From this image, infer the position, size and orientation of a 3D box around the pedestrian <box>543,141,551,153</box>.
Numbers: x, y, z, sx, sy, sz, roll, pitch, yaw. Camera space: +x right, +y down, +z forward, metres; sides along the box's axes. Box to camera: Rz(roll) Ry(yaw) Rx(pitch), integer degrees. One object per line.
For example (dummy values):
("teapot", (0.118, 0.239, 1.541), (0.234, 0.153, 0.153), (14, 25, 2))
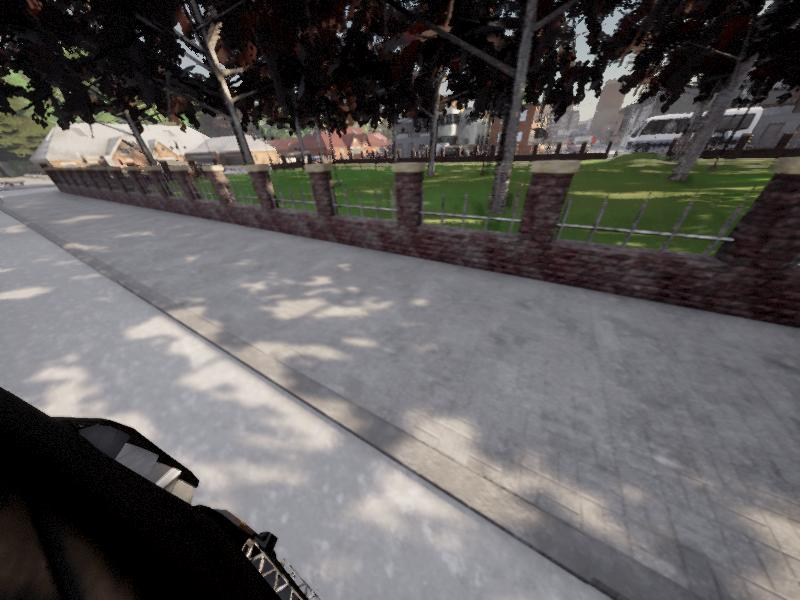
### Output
("pedestrian", (28.061, -29.185, 44.044), (0.751, 1.860, 0.751), (8, 35, 16))

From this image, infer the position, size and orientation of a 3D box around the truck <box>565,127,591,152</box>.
("truck", (36.064, -32.610, 47.096), (2.891, 3.827, 8.468), (16, 38, 26))

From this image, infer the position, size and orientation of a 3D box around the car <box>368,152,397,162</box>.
("car", (-3.390, -27.826, 44.944), (5.357, 1.411, 2.033), (17, 39, 28))

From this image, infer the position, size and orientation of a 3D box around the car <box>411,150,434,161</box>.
("car", (4.005, -25.598, 40.922), (3.633, 1.501, 1.845), (15, 37, 25))

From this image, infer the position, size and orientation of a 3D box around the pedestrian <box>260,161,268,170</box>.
("pedestrian", (-20.181, -19.881, 34.204), (0.500, 1.100, 0.500), (16, 38, 26))

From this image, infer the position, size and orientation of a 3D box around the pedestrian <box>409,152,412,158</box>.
("pedestrian", (2.301, -31.423, 49.978), (0.500, 1.100, 0.500), (12, 36, 22))

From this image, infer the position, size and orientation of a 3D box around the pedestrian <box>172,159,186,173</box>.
("pedestrian", (-35.011, -21.183, 36.555), (0.751, 1.860, 0.751), (18, 39, 28))

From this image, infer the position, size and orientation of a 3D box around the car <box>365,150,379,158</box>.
("car", (-8.018, -42.422, 67.116), (1.851, 1.617, 3.988), (16, 38, 26))

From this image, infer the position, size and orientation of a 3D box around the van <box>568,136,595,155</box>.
("van", (29.351, -25.167, 37.620), (2.351, 2.431, 6.366), (15, 37, 25))

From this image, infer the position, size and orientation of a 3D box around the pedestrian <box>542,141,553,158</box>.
("pedestrian", (19.724, -20.016, 30.827), (0.751, 1.860, 0.751), (13, 37, 23))

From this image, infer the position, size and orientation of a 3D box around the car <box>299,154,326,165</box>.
("car", (-17.550, -28.430, 46.752), (1.882, 1.535, 5.008), (16, 38, 26))

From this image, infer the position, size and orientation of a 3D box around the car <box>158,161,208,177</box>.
("car", (-31.349, -19.095, 33.542), (2.242, 1.667, 4.611), (16, 38, 26))

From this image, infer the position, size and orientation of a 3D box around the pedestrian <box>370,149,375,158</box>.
("pedestrian", (-6.956, -36.907, 58.277), (0.751, 1.860, 0.751), (22, 41, 33))

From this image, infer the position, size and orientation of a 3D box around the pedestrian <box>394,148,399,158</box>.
("pedestrian", (-0.829, -32.581, 51.265), (0.751, 1.860, 0.751), (18, 39, 28))

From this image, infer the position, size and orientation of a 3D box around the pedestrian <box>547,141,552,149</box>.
("pedestrian", (41.906, -43.523, 64.695), (0.751, 1.860, 0.751), (16, 38, 26))

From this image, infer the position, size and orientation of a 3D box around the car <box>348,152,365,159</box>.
("car", (-11.625, -38.672, 61.933), (1.994, 1.385, 4.181), (16, 38, 26))

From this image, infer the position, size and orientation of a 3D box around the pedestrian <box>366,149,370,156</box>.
("pedestrian", (-9.981, -46.373, 72.757), (0.751, 1.860, 0.751), (16, 38, 26))

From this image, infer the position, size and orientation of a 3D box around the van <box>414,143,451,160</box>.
("van", (6.046, -28.029, 43.629), (6.366, 2.431, 2.351), (16, 38, 26))

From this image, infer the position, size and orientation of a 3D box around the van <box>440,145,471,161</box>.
("van", (9.165, -24.274, 38.137), (4.442, 1.987, 1.775), (15, 37, 24))

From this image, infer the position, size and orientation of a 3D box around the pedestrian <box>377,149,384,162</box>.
("pedestrian", (-3.335, -24.583, 39.392), (0.751, 1.860, 0.751), (15, 38, 25))

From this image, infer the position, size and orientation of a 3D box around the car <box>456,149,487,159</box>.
("car", (12.420, -25.527, 40.416), (4.718, 1.301, 1.895), (18, 39, 28))

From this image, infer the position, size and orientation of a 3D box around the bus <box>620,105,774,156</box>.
("bus", (35.106, -20.534, 28.558), (10.273, 4.253, 3.944), (17, 39, 27))
